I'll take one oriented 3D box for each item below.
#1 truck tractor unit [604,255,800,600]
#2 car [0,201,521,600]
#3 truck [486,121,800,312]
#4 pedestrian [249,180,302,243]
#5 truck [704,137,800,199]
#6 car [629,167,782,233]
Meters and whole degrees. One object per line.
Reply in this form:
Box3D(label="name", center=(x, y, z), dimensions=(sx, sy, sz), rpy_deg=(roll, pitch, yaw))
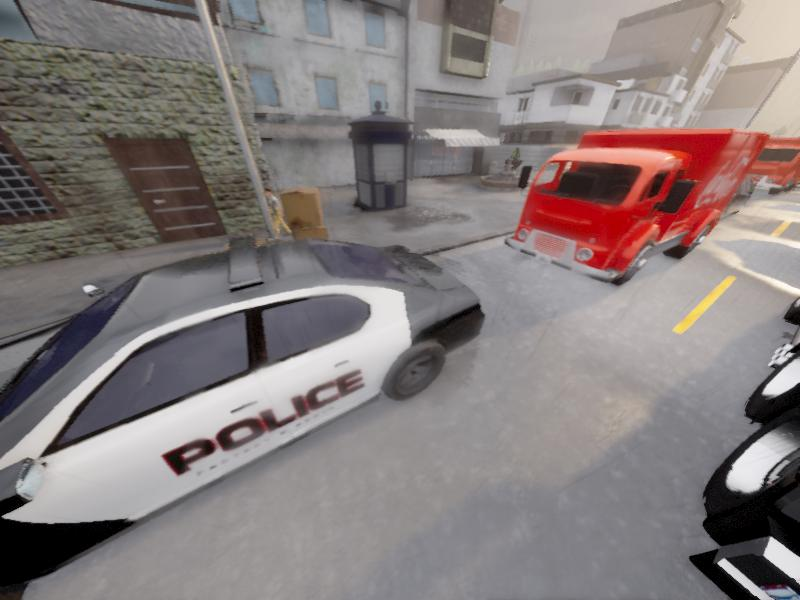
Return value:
Box3D(label="truck tractor unit", center=(5.096, -0.316, 0.803), dimensions=(6.516, 4.208, 3.053), rpy_deg=(-19, 39, -25))
Box3D(label="car", center=(-1.615, 0.391, 2.098), dimensions=(4.974, 1.542, 2.038), rpy_deg=(-19, 39, -25))
Box3D(label="truck", center=(5.007, -2.226, 5.092), dimensions=(5.204, 2.467, 2.627), rpy_deg=(-19, 39, -25))
Box3D(label="pedestrian", center=(-3.156, -2.284, 5.918), dimensions=(0.751, 1.300, 0.751), rpy_deg=(-23, 41, -29))
Box3D(label="truck", center=(20.096, -7.301, 12.537), dimensions=(5.204, 2.467, 2.627), rpy_deg=(-18, 39, -25))
Box3D(label="car", center=(11.212, -3.874, 8.463), dimensions=(5.357, 1.411, 2.033), rpy_deg=(-19, 39, -25))
